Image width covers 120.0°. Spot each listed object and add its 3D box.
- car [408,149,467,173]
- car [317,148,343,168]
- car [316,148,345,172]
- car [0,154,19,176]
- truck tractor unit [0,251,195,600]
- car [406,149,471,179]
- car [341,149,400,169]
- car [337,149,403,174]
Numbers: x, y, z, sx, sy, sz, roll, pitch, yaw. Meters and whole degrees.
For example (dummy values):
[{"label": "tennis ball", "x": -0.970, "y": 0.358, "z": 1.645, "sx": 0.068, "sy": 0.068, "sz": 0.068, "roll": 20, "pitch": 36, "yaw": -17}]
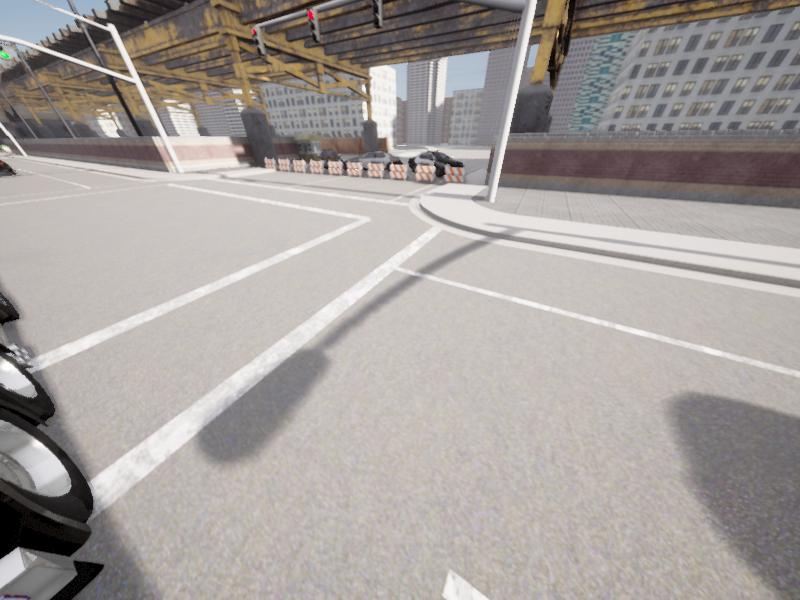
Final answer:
[{"label": "car", "x": 2.631, "y": -10.475, "z": 17.304, "sx": 1.853, "sy": 1.218, "sz": 4.536, "roll": -20, "pitch": 39, "yaw": -25}, {"label": "car", "x": -6.399, "y": -12.894, "z": 20.848, "sx": 1.853, "sy": 1.218, "sz": 4.536, "roll": -10, "pitch": 36, "yaw": -13}, {"label": "car", "x": -6.383, "y": -12.737, "z": 20.898, "sx": 2.038, "sy": 1.542, "sz": 4.974, "roll": -10, "pitch": 36, "yaw": -13}, {"label": "car", "x": -33.668, "y": -11.035, "z": 18.830, "sx": 4.674, "sy": 1.442, "sz": 1.812, "roll": 18, "pitch": 39, "yaw": 24}, {"label": "truck tractor unit", "x": -5.089, "y": -0.321, "z": 0.811, "sx": 6.516, "sy": 4.208, "sz": 3.053, "roll": 19, "pitch": 39, "yaw": 25}, {"label": "car", "x": 2.659, "y": -10.321, "z": 17.358, "sx": 2.038, "sy": 1.542, "sz": 4.974, "roll": -20, "pitch": 39, "yaw": -25}, {"label": "car", "x": -2.334, "y": -11.575, "z": 18.923, "sx": 4.536, "sy": 1.218, "sz": 1.853, "roll": -4, "pitch": 35, "yaw": -5}, {"label": "car", "x": -2.385, "y": -11.442, "z": 19.008, "sx": 4.974, "sy": 1.542, "sz": 2.038, "roll": -4, "pitch": 35, "yaw": -5}]
